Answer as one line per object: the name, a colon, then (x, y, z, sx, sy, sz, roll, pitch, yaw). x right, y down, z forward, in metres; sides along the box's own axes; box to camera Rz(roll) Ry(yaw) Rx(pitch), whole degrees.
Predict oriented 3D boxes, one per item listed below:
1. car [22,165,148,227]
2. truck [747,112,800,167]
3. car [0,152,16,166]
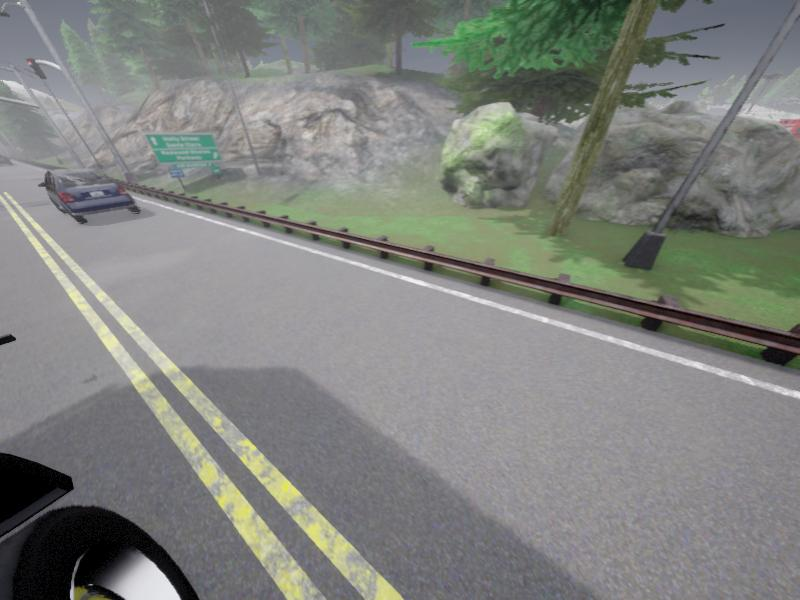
car: (-11.779, -4.043, 8.676, 3.705, 1.549, 1.789, 19, 40, 27)
truck: (36.521, -14.241, 20.337, 2.891, 3.827, 8.468, 19, 40, 26)
car: (-56.412, -19.658, 32.229, 4.792, 1.488, 2.163, 19, 40, 26)
